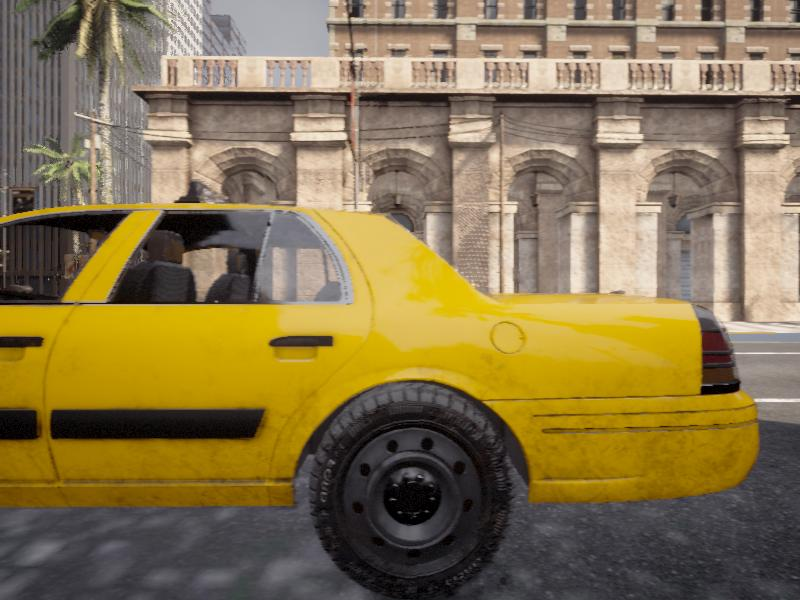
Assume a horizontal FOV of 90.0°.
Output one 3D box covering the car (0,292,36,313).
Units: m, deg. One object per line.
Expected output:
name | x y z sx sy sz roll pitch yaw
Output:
car | -31.840 0.175 31.467 2.033 1.649 4.856 0 0 0

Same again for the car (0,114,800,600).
car | -1.291 0.201 2.163 5.366 1.575 1.801 0 0 0

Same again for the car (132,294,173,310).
car | -24.861 0.223 40.312 1.845 1.501 3.633 0 0 0

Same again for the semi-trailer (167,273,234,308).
semi-trailer | -28.463 -1.220 58.176 2.717 4.402 14.254 0 0 -1
